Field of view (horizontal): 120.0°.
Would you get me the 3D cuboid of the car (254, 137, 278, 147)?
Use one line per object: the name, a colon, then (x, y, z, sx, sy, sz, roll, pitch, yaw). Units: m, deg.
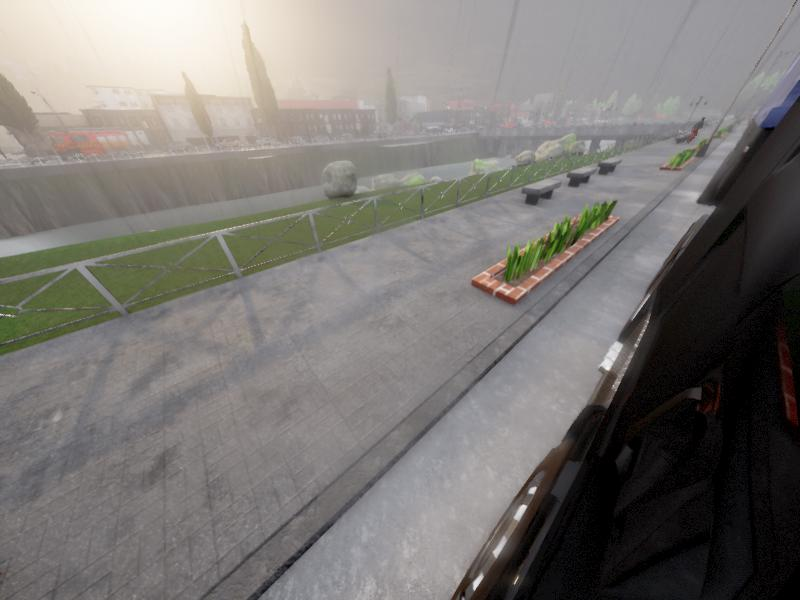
car: (-28.598, -33.860, 49.473, 3.806, 1.475, 1.970, -28, 44, -30)

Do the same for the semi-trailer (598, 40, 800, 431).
semi-trailer: (8.696, -3.604, 4.234, 14.254, 4.402, 2.717, -28, 44, -30)

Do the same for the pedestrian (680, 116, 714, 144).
pedestrian: (24.782, -14.167, 19.312, 0.751, 1.860, 0.751, -9, 37, -8)

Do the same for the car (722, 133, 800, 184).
car: (15.665, -6.052, 9.662, 4.181, 1.385, 1.994, -28, 43, -30)

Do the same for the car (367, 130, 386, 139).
car: (-6.412, -45.761, 63.902, 4.856, 1.649, 2.033, -28, 44, -30)

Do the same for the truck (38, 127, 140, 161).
truck: (-47.872, -24.554, 36.237, 8.468, 3.827, 2.891, -28, 44, -30)

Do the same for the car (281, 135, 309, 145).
car: (-23.862, -36.456, 52.520, 5.238, 1.638, 1.930, -28, 44, -30)

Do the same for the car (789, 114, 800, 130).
car: (54.167, -23.573, 30.476, 4.611, 1.667, 2.242, -28, 44, -30)

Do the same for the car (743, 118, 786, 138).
car: (37.412, -17.692, 23.794, 4.193, 1.474, 1.816, -28, 44, -30)

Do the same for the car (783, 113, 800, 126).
car: (67.961, -30.890, 39.479, 3.988, 1.617, 1.851, -28, 44, -30)

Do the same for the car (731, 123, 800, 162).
car: (21.255, -9.109, 13.251, 4.514, 1.525, 2.007, -28, 44, -30)

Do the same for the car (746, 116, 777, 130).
car: (52.796, -25.913, 33.804, 5.008, 1.535, 1.882, -28, 44, -30)

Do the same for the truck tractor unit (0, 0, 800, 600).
truck tractor unit: (2.645, -0.295, 0.352, 6.516, 4.208, 3.053, -28, 44, -30)

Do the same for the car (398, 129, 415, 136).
car: (2.022, -50.234, 69.419, 4.974, 1.542, 2.038, -28, 44, -30)

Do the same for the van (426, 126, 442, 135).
van: (10.310, -51.705, 70.511, 4.480, 2.038, 2.069, -28, 44, -30)

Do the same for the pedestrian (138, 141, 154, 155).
pedestrian: (-41.668, -24.892, 37.909, 0.751, 1.860, 0.751, 4, 37, 8)

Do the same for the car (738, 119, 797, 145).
car: (30.751, -14.167, 19.438, 4.514, 1.525, 2.007, -28, 44, -30)

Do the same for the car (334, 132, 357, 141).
car: (-13.812, -41.813, 59.076, 5.238, 1.638, 1.930, -28, 44, -30)

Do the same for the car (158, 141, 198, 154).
car: (-40.177, -27.756, 41.886, 4.856, 1.649, 2.033, -28, 44, -30)

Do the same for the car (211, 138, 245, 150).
car: (-34.071, -31.006, 45.866, 5.027, 1.651, 2.152, -28, 44, -30)
